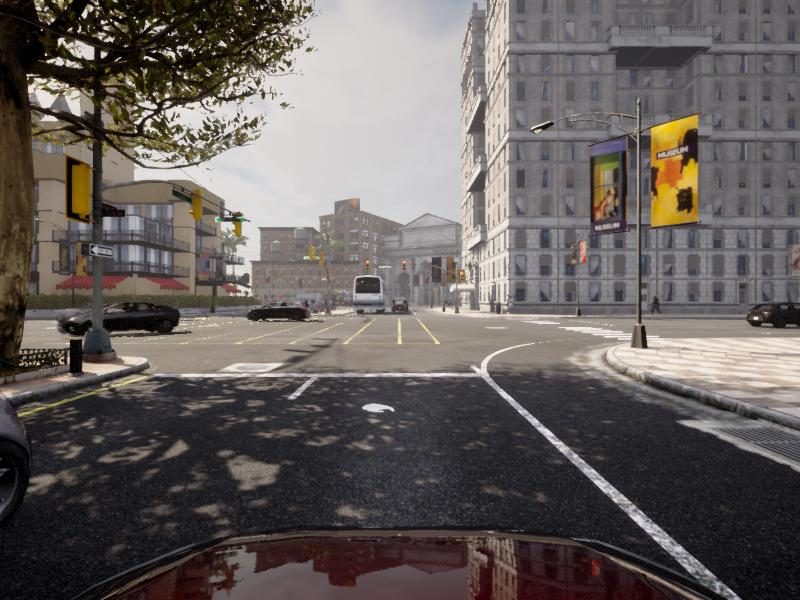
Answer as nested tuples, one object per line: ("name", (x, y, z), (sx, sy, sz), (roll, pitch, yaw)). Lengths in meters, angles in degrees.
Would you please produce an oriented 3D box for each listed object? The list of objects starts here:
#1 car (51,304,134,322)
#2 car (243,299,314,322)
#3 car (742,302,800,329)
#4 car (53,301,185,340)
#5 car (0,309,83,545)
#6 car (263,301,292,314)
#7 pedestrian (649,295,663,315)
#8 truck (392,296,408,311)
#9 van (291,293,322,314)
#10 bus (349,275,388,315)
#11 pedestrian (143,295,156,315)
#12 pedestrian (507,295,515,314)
("car", (-22.776, 0.939, 29.765), (4.718, 1.301, 1.895), (0, 0, 0))
("car", (-8.953, 0.752, 29.831), (4.611, 1.667, 2.242), (0, 0, 0))
("car", (22.546, 0.851, 23.029), (4.193, 1.474, 1.816), (0, 0, 0))
("car", (-12.513, 0.826, 18.102), (2.007, 1.525, 4.514), (0, 0, 37))
("car", (-3.492, 0.826, 1.425), (1.845, 1.501, 3.633), (0, 0, 0))
("car", (-15.001, 0.888, 49.342), (2.033, 1.411, 5.357), (0, 0, 0))
("pedestrian", (23.704, 0.480, 37.026), (0.751, 1.860, 0.751), (0, 0, -5))
("truck", (0.000, 0.534, 59.649), (2.390, 2.098, 6.274), (0, 0, 0))
("van", (-11.502, 0.371, 49.802), (2.351, 2.431, 6.366), (0, 0, 0))
("bus", (-3.622, -0.541, 48.601), (3.944, 4.253, 10.273), (0, 0, 0))
("pedestrian", (-23.134, 0.480, 36.948), (0.751, 1.860, 0.751), (0, 0, 25))
("pedestrian", (11.166, 0.479, 40.115), (0.751, 1.860, 0.751), (0, 0, 14))
